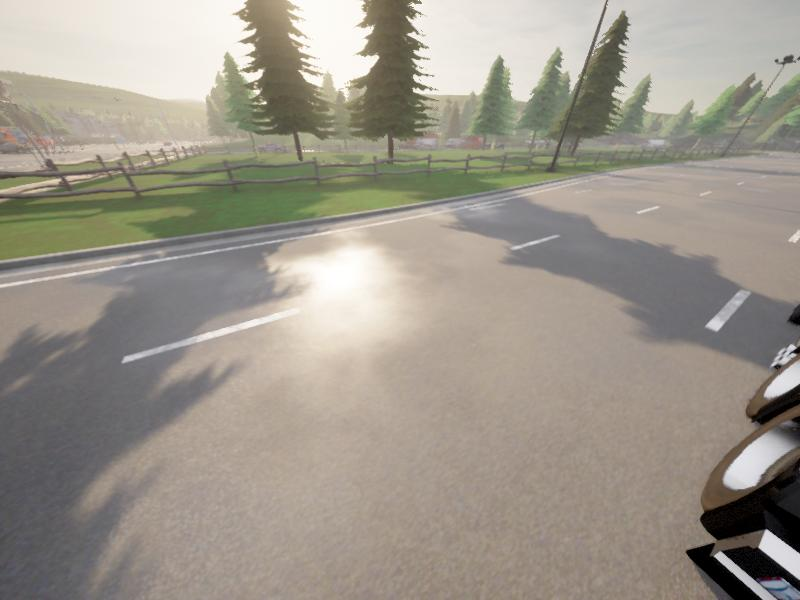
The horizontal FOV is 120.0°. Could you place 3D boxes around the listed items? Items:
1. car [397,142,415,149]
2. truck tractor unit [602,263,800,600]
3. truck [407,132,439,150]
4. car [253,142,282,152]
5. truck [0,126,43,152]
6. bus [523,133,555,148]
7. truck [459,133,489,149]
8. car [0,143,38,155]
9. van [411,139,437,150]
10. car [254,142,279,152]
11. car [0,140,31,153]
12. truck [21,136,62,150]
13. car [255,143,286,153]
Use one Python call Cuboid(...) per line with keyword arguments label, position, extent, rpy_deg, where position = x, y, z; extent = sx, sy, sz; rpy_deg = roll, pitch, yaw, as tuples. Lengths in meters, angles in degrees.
Cuboid(label="car", position=(1.652, -43.109, 64.425), extent=(4.553, 1.767, 2.097), rpy_deg=(-18, 39, -24))
Cuboid(label="truck tractor unit", position=(5.114, -0.297, 0.784), extent=(6.516, 4.208, 3.053), rpy_deg=(-18, 39, -24))
Cuboid(label="truck", position=(6.181, -43.109, 62.678), extent=(8.468, 3.827, 2.891), rpy_deg=(-18, 39, -24))
Cuboid(label="car", position=(-28.703, -33.227, 50.076), extent=(5.027, 1.651, 2.152), rpy_deg=(-18, 39, -24))
Cuboid(label="truck", position=(-76.289, -31.478, 45.173), extent=(2.891, 3.827, 8.468), rpy_deg=(-18, 39, -25))
Cuboid(label="bus", position=(49.837, -57.312, 83.136), extent=(10.273, 4.253, 3.944), rpy_deg=(-18, 39, -24))
Cuboid(label="truck", position=(22.495, -48.382, 70.414), extent=(8.468, 3.827, 2.891), rpy_deg=(-18, 39, -24))
Cuboid(label="car", position=(-62.356, -24.618, 37.485), extent=(1.837, 1.490, 4.892), rpy_deg=(-18, 39, -24))
Cuboid(label="van", position=(6.131, -40.215, 59.739), extent=(6.366, 2.431, 2.351), rpy_deg=(-18, 39, -24))
Cuboid(label="car", position=(-27.319, -31.368, 47.429), extent=(3.988, 1.617, 1.851), rpy_deg=(-18, 39, -24))
Cuboid(label="car", position=(-68.802, -27.243, 40.875), extent=(1.905, 1.878, 3.866), rpy_deg=(-18, 39, -24))
Cuboid(label="truck", position=(-81.210, -35.750, 52.457), extent=(2.627, 2.467, 5.204), rpy_deg=(-18, 39, -25))
Cuboid(label="car", position=(-25.238, -29.742, 45.096), extent=(4.856, 1.649, 2.033), rpy_deg=(-18, 39, -24))
